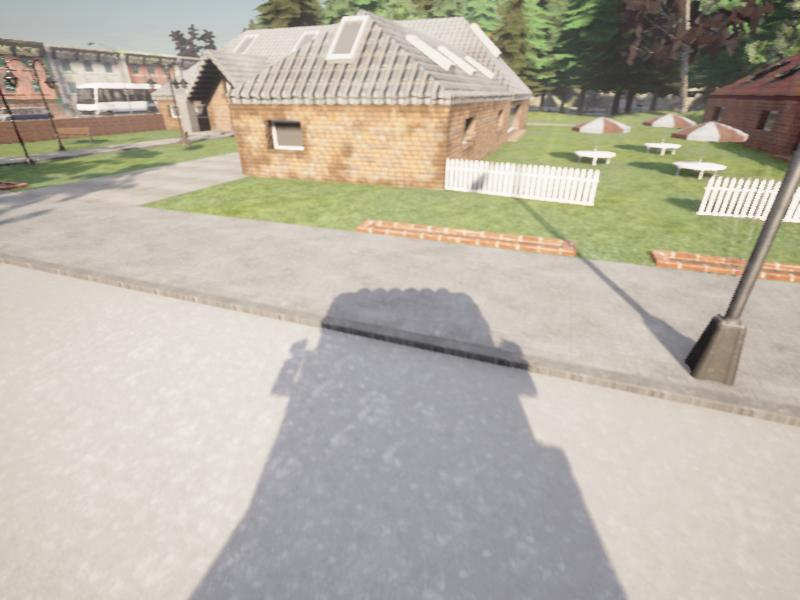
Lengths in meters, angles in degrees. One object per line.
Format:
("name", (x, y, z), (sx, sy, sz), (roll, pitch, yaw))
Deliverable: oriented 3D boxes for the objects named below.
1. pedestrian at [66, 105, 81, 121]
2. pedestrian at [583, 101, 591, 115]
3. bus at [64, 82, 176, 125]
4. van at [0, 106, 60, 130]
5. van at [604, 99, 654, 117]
("pedestrian", (-40.586, -23.251, 49.752), (0.751, 1.860, 0.751), (12, 29, 22))
("pedestrian", (29.376, -30.172, 62.812), (0.751, 1.860, 0.751), (13, 30, 23))
("bus", (-33.601, -24.106, 48.935), (3.944, 4.253, 10.273), (10, 29, 18))
("van", (-37.572, -18.399, 40.341), (1.775, 1.987, 4.442), (10, 29, 18))
("van", (37.043, -31.248, 65.003), (6.366, 2.431, 2.351), (10, 29, 18))
